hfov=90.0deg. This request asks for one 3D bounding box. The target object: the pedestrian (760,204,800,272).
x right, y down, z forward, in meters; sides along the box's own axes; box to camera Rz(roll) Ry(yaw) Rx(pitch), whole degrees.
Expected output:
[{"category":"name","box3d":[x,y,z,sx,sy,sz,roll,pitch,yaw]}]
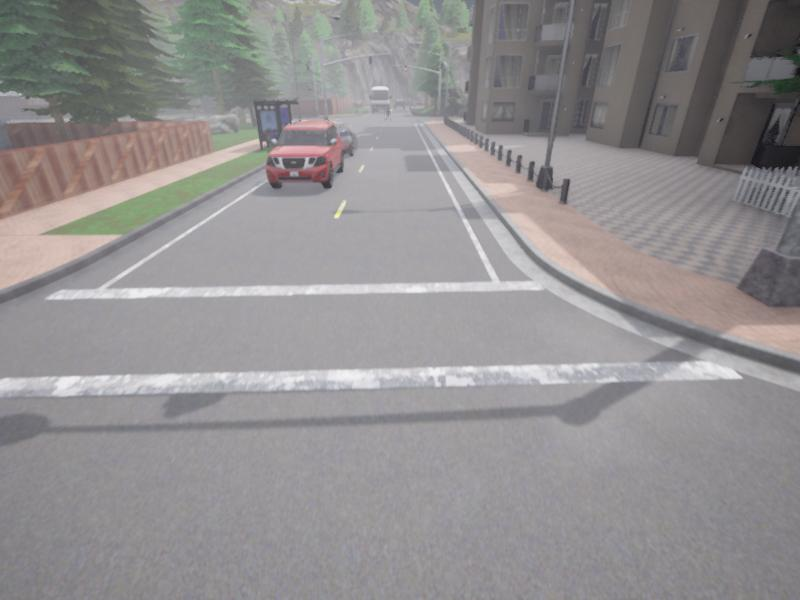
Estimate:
[{"category":"pedestrian","box3d":[7.113,-1.108,7.155,0.500,1.100,0.500,-3,27,-5]}]

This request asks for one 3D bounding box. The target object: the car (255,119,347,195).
[{"category":"car","box3d":[-3.511,-5.745,15.566,2.150,2.045,5.566,0,27,0]}]

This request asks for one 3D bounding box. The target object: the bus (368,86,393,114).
[{"category":"bus","box3d":[-3.430,-37.082,74.049,3.944,4.253,10.273,0,27,0]}]

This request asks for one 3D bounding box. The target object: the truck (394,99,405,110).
[{"category":"truck","box3d":[-0.058,-44.350,90.495,2.390,2.098,6.274,0,27,0]}]

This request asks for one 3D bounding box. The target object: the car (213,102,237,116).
[{"category":"car","box3d":[-27.565,-30.259,63.222,1.905,1.878,3.866,-1,27,-1]}]

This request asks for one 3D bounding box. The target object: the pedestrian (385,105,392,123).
[{"category":"pedestrian","box3d":[-1.374,-21.894,47.083,0.751,1.860,0.751,0,27,1]}]

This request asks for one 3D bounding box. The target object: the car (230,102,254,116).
[{"category":"car","box3d":[-25.061,-30.473,63.616,1.932,1.855,4.605,-1,27,-1]}]

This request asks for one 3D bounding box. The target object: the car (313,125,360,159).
[{"category":"car","box3d":[-3.516,-9.103,22.831,1.994,1.385,4.181,0,27,0]}]
